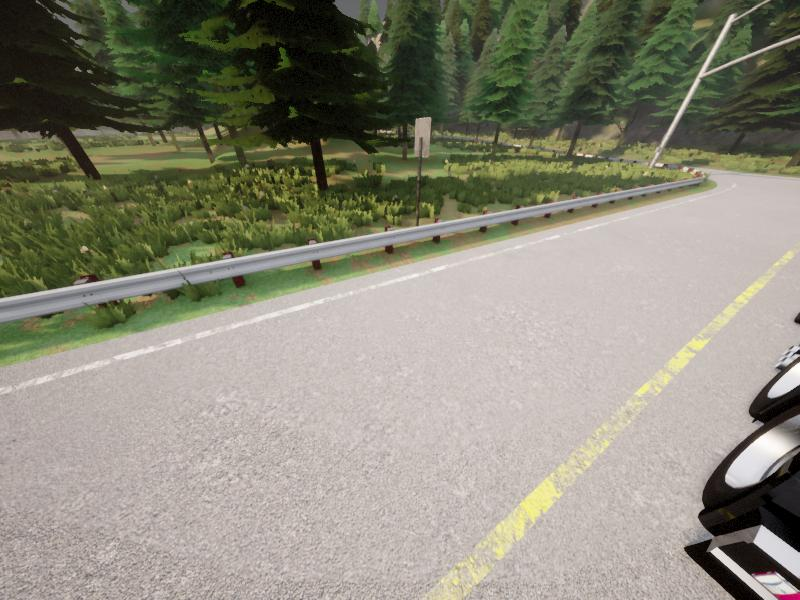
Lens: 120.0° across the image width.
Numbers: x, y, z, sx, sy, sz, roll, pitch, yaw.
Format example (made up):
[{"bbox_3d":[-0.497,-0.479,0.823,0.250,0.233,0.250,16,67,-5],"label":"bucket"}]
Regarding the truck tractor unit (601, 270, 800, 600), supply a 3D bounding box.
[{"bbox_3d":[5.120,-0.291,0.767,6.516,4.208,3.053,-18,39,-24],"label":"truck tractor unit"}]
